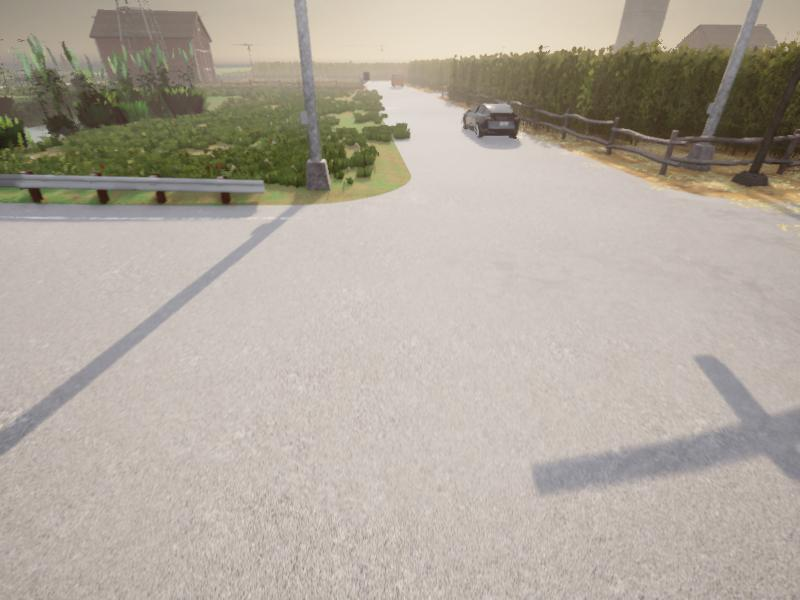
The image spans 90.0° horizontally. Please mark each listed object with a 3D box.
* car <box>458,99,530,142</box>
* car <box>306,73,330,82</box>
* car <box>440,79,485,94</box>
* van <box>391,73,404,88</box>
[{"bbox_3d":[4.589,-9.279,20.480,2.163,1.488,4.792,-2,30,-4],"label":"car"},{"bbox_3d":[-18.103,-49.467,88.932,4.974,1.542,2.038,-3,30,-5],"label":"car"},{"bbox_3d":[7.951,-27.235,51.078,5.366,1.575,1.801,0,30,-1],"label":"car"},{"bbox_3d":[-0.472,-36.157,65.884,1.775,1.987,4.442,-3,31,-5],"label":"van"}]
